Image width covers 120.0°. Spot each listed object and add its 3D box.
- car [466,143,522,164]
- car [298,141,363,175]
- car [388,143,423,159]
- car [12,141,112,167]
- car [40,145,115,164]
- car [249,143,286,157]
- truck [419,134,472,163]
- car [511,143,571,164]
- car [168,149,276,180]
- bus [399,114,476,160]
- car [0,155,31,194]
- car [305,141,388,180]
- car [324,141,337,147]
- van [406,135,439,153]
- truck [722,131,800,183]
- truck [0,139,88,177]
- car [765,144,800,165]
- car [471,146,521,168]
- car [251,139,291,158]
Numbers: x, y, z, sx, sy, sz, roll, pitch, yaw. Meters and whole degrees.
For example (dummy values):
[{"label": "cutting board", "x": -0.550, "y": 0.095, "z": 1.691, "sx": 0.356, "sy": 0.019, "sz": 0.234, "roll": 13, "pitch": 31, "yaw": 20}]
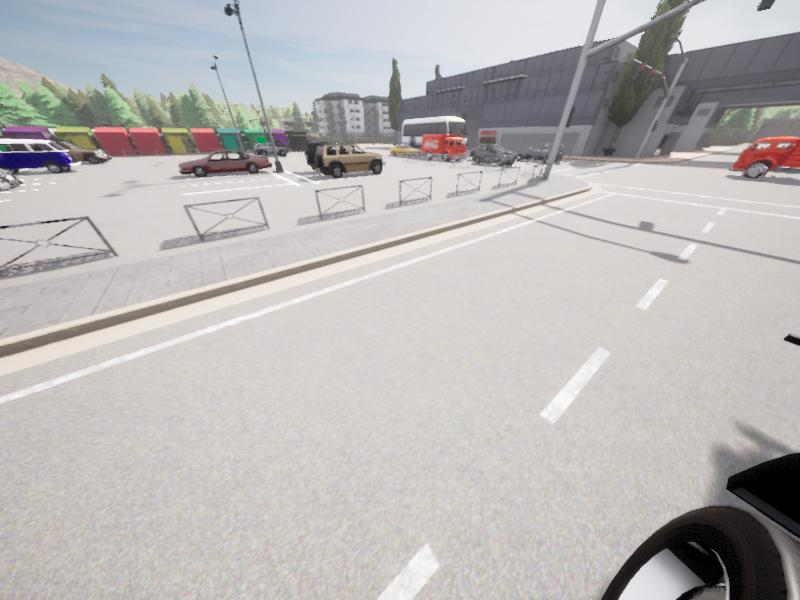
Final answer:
[{"label": "car", "x": 9.937, "y": -15.891, "z": 24.953, "sx": 2.152, "sy": 1.651, "sz": 5.027, "roll": -23, "pitch": 41, "yaw": -29}, {"label": "car", "x": -4.913, "y": -10.410, "z": 16.774, "sx": 3.866, "sy": 1.878, "sz": 1.905, "roll": -23, "pitch": 41, "yaw": -29}, {"label": "car", "x": 0.624, "y": -20.056, "z": 30.926, "sx": 1.801, "sy": 1.575, "sz": 5.366, "roll": -22, "pitch": 41, "yaw": -28}, {"label": "car", "x": -30.649, "y": -13.529, "z": 21.297, "sx": 4.605, "sy": 1.855, "sz": 1.932, "roll": -23, "pitch": 41, "yaw": -29}, {"label": "car", "x": -32.304, "y": -14.725, "z": 23.363, "sx": 3.905, "sy": 1.438, "sz": 1.784, "roll": -23, "pitch": 41, "yaw": -29}, {"label": "car", "x": -18.202, "y": -20.676, "z": 31.779, "sx": 3.806, "sy": 1.475, "sz": 1.970, "roll": -23, "pitch": 41, "yaw": -29}, {"label": "truck", "x": 4.863, "y": -16.895, "z": 25.662, "sx": 2.627, "sy": 2.467, "sz": 5.204, "roll": -22, "pitch": 41, "yaw": -28}, {"label": "car", "x": 14.701, "y": -15.552, "z": 24.409, "sx": 2.242, "sy": 1.667, "sz": 4.611, "roll": -22, "pitch": 41, "yaw": -28}, {"label": "car", "x": -11.717, "y": -9.282, "z": 15.611, "sx": 5.357, "sy": 1.415, "sz": 2.033, "roll": -23, "pitch": 41, "yaw": -29}, {"label": "bus", "x": 4.415, "y": -21.662, "z": 30.868, "sx": 3.944, "sy": 4.253, "sz": 10.273, "roll": -22, "pitch": 41, "yaw": -28}, {"label": "car", "x": -20.620, "y": -5.505, "z": 10.314, "sx": 3.806, "sy": 1.475, "sz": 1.970, "roll": -23, "pitch": 41, "yaw": -29}, {"label": "car", "x": -3.252, "y": -9.048, "z": 14.833, "sx": 4.605, "sy": 1.855, "sz": 1.932, "roll": -23, "pitch": 41, "yaw": -29}, {"label": "car", "x": -19.578, "y": -43.886, "z": 64.986, "sx": 1.895, "sy": 1.301, "sz": 4.718, "roll": -22, "pitch": 41, "yaw": -28}, {"label": "van", "x": 3.920, "y": -28.318, "z": 41.872, "sx": 2.351, "sy": 2.431, "sz": 6.366, "roll": -22, "pitch": 41, "yaw": -28}, {"label": "truck", "x": 24.109, "y": -8.456, "z": 13.626, "sx": 2.627, "sy": 2.467, "sz": 5.204, "roll": -23, "pitch": 41, "yaw": -29}, {"label": "truck", "x": -25.762, "y": -9.804, "z": 15.840, "sx": 4.478, "sy": 2.038, "sz": 2.069, "roll": -23, "pitch": 41, "yaw": -29}, {"label": "car", "x": 38.595, "y": -14.492, "z": 22.953, "sx": 4.892, "sy": 1.490, "sz": 1.837, "roll": -23, "pitch": 41, "yaw": -28}, {"label": "car", "x": 8.784, "y": -13.316, "z": 21.393, "sx": 1.845, "sy": 1.501, "sz": 3.633, "roll": -23, "pitch": 41, "yaw": -28}, {"label": "car", "x": -16.506, "y": -19.522, "z": 29.723, "sx": 3.866, "sy": 1.878, "sz": 1.905, "roll": -23, "pitch": 41, "yaw": -29}]
